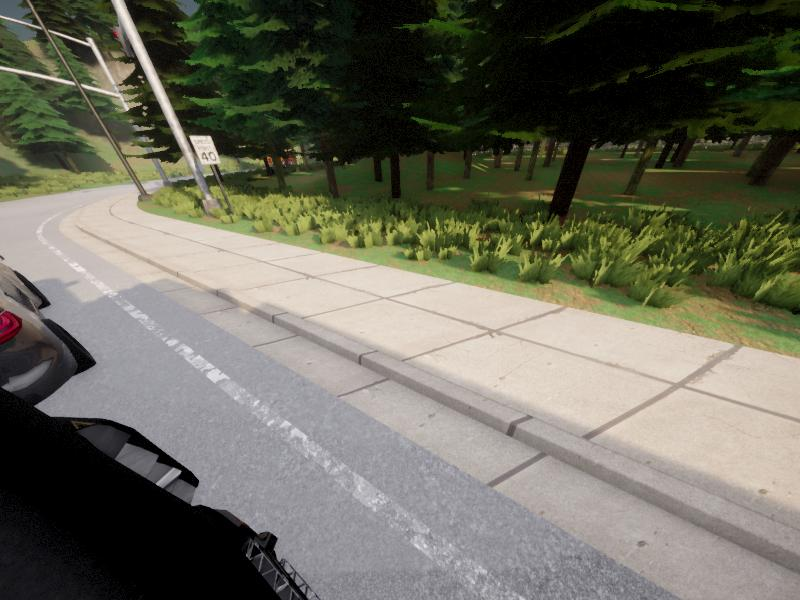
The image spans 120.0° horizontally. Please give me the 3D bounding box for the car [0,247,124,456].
[{"bbox_3d":[-5.788,0.289,2.439,4.611,1.667,2.242,16,38,26],"label":"car"}]
